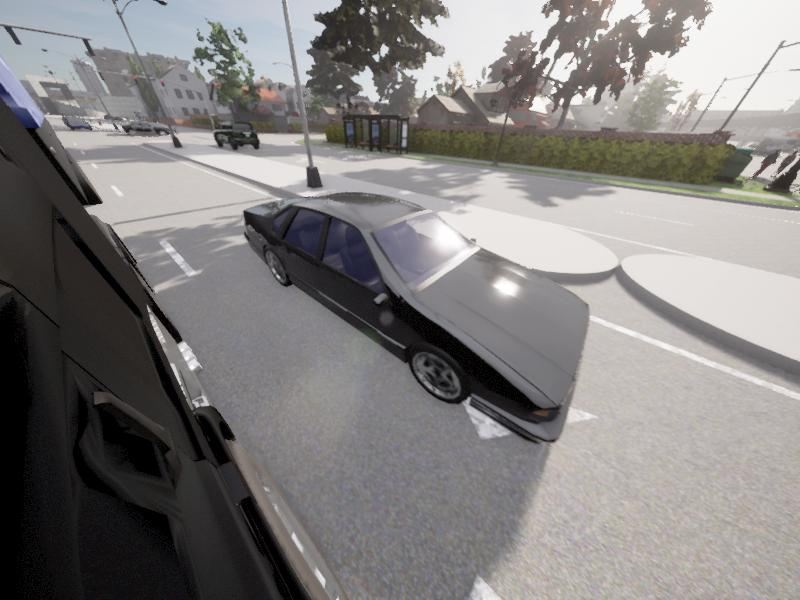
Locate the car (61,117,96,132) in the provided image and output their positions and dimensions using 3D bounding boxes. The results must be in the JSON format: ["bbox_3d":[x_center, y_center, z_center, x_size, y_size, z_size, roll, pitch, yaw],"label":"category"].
[{"bbox_3d":[-44.632,-24.380,32.053,4.792,1.488,2.163,28,43,29],"label":"car"}]

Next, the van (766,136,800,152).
[{"bbox_3d":[84.659,-34.436,51.006,1.988,2.561,5.915,28,45,30],"label":"van"}]

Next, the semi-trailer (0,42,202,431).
[{"bbox_3d":[-8.700,-3.609,4.217,14.254,4.402,2.717,28,44,30],"label":"semi-trailer"}]

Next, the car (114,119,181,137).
[{"bbox_3d":[-31.676,-21.734,29.231,5.238,1.638,1.930,-8,39,-13],"label":"car"}]

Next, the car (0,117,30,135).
[{"bbox_3d":[-41.437,-17.572,23.271,1.994,1.385,4.181,-5,37,-11],"label":"car"}]

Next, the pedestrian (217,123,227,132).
[{"bbox_3d":[-32.013,-30.988,41.557,0.751,1.300,0.751,23,41,25],"label":"pedestrian"}]

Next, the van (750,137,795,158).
[{"bbox_3d":[63.576,-26.220,39.577,1.988,2.561,5.915,28,45,30],"label":"van"}]

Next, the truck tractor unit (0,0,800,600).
[{"bbox_3d":[-2.645,-0.295,0.352,6.516,4.208,3.053,28,44,30],"label":"truck tractor unit"}]

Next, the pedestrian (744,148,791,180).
[{"bbox_3d":[25.803,-9.584,16.272,0.751,1.860,0.751,28,44,30],"label":"pedestrian"}]

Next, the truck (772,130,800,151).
[{"bbox_3d":[93.057,-37.518,54.293,2.891,3.827,8.468,28,45,30],"label":"truck"}]

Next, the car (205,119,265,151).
[{"bbox_3d":[-14.972,-14.993,20.981,5.566,2.045,2.150,28,44,30],"label":"car"}]

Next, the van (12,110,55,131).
[{"bbox_3d":[-46.870,-23.040,29.657,4.480,2.038,2.069,28,44,30],"label":"van"}]

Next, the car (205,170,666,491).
[{"bbox_3d":[-0.351,-0.641,3.323,5.357,1.411,2.033,28,44,30],"label":"car"}]

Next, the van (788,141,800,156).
[{"bbox_3d":[75.310,-27.790,42.188,2.351,2.431,6.366,28,45,30],"label":"van"}]
